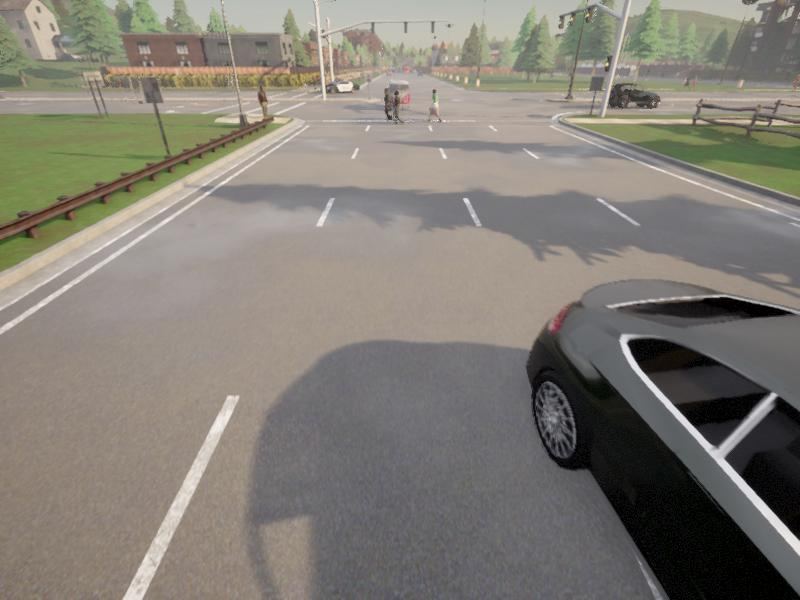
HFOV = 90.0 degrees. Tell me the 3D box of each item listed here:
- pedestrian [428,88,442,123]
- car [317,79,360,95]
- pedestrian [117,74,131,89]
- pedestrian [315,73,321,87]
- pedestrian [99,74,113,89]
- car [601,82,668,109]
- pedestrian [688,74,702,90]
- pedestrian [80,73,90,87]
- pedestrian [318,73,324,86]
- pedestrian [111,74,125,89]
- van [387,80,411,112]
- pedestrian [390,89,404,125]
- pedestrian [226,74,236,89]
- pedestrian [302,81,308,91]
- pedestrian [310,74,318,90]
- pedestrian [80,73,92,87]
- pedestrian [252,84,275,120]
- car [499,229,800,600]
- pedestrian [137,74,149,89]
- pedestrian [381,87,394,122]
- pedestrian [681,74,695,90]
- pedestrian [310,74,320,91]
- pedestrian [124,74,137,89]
[{"bbox_3d":[2.095,-11.672,24.021,0.751,1.860,0.751,1,30,1],"label":"pedestrian"},{"bbox_3d":[-7.630,-26.609,49.884,4.974,1.542,2.038,-25,38,-36],"label":"car"},{"bbox_3d":[-38.884,-30.817,56.367,0.751,1.860,0.751,11,32,18],"label":"pedestrian"},{"bbox_3d":[-12.855,-34.567,62.786,0.751,1.860,0.751,-6,31,-10],"label":"pedestrian"},{"bbox_3d":[-41.286,-30.754,56.257,0.751,1.860,0.751,9,31,15],"label":"pedestrian"},{"bbox_3d":[18.919,-16.595,32.453,3.866,1.878,1.905,0,30,0],"label":"car"},{"bbox_3d":[40.317,-29.832,54.743,0.751,1.860,0.751,2,30,4],"label":"pedestrian"},{"bbox_3d":[-48.530,-33.913,61.643,0.751,1.860,0.751,-20,36,-30],"label":"pedestrian"},{"bbox_3d":[-12.950,-36.171,65.523,0.751,1.860,0.751,2,30,4],"label":"pedestrian"},{"bbox_3d":[-39.641,-30.769,56.283,0.751,1.860,0.751,4,31,7],"label":"pedestrian"},{"bbox_3d":[-0.075,-16.331,31.894,1.775,1.987,4.442,0,30,0],"label":"van"},{"bbox_3d":[-0.165,-11.155,23.139,0.751,1.860,0.751,0,30,1],"label":"pedestrian"},{"bbox_3d":[-23.812,-30.831,56.401,0.751,1.860,0.751,0,30,0],"label":"pedestrian"},{"bbox_3d":[-12.236,-27.527,51.522,0.500,1.100,0.500,-16,34,-26],"label":"pedestrian"},{"bbox_3d":[-11.318,-28.691,52.698,0.751,1.860,0.751,0,30,0],"label":"pedestrian"},{"bbox_3d":[-47.968,-33.593,61.097,0.751,1.860,0.751,-23,37,-33],"label":"pedestrian"},{"bbox_3d":[-8.286,-12.040,24.341,0.751,1.860,0.751,19,35,29],"label":"pedestrian"},{"bbox_3d":[2.585,1.346,2.090,2.152,1.651,5.027,-5,31,-8],"label":"car"},{"bbox_3d":[-36.174,-30.809,56.355,0.751,1.860,0.751,0,30,-1],"label":"pedestrian"},{"bbox_3d":[-0.760,-12.047,24.660,0.751,1.860,0.751,-2,30,-3],"label":"pedestrian"},{"bbox_3d":[39.347,-29.787,54.667,0.751,1.860,0.751,2,30,3],"label":"pedestrian"},{"bbox_3d":[-11.004,-28.158,51.796,0.751,1.860,0.751,12,33,20],"label":"pedestrian"},{"bbox_3d":[-38.004,-30.802,56.342,0.751,1.860,0.751,0,30,-1],"label":"pedestrian"}]
